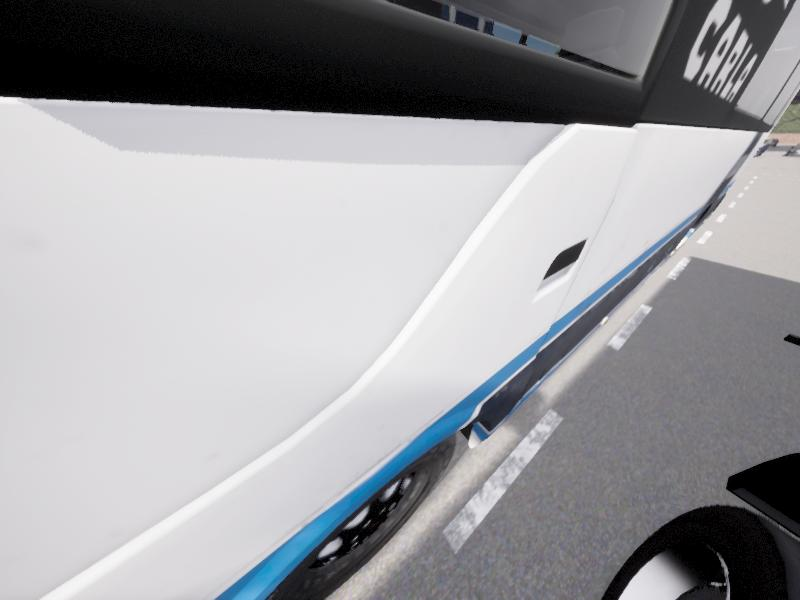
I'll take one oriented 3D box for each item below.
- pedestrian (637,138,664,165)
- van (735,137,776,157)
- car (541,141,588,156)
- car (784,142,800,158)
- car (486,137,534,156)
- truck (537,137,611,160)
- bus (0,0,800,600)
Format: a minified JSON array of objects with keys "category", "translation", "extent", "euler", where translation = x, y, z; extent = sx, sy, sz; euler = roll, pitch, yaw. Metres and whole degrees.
[{"category":"pedestrian","translation":[21.300,-12.613,19.647],"extent":[0.751,1.860,0.751],"euler":[-26,42,-31]},{"category":"van","translation":[44.919,-19.328,29.188],"extent":[4.442,1.987,1.775],"euler":[-21,40,-27]},{"category":"car","translation":[23.675,-22.055,33.521],"extent":[2.038,1.542,4.974],"euler":[-23,41,-28]},{"category":"car","translation":[49.633,-18.532,28.492],"extent":[4.674,1.442,1.812],"euler":[-23,41,-29]},{"category":"car","translation":[15.470,-21.900,32.917],"extent":[2.150,2.045,5.566],"euler":[-23,41,-28]},{"category":"truck","translation":[20.323,-18.066,27.404],"extent":[2.390,2.098,6.274],"euler":[-23,41,-28]},{"category":"bus","translation":[1.849,-1.897,2.889],"extent":[10.273,4.253,3.944],"euler":[-23,41,-29]}]
